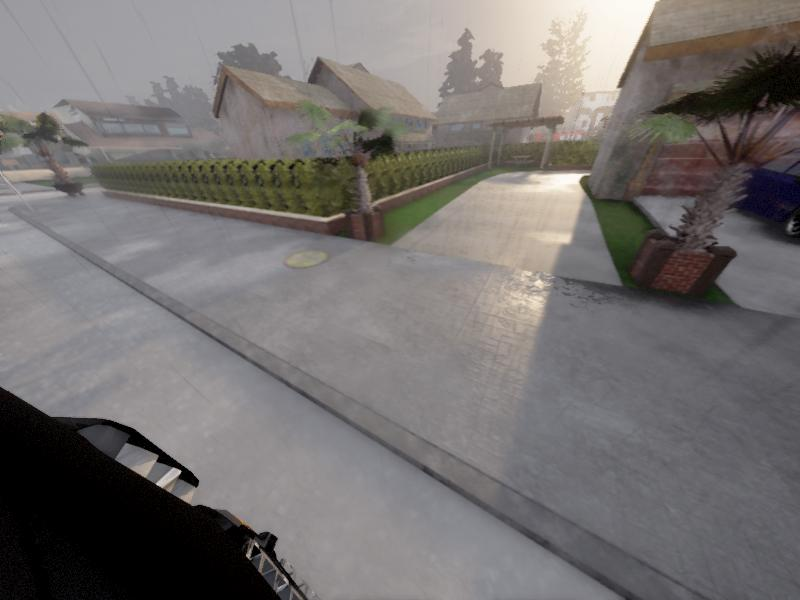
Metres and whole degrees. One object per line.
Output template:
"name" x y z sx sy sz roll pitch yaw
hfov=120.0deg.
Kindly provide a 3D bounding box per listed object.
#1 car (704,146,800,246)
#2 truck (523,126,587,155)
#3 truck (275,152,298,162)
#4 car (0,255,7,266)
"car" 9.178 -2.334 4.891 1.845 1.501 3.633 14 37 24
"truck" 26.936 -27.911 40.710 8.468 3.827 2.891 16 38 26
"truck" -33.424 -41.945 67.762 6.274 2.098 2.390 16 38 26
"car" -13.095 -1.732 6.125 5.008 1.535 1.882 16 38 26
